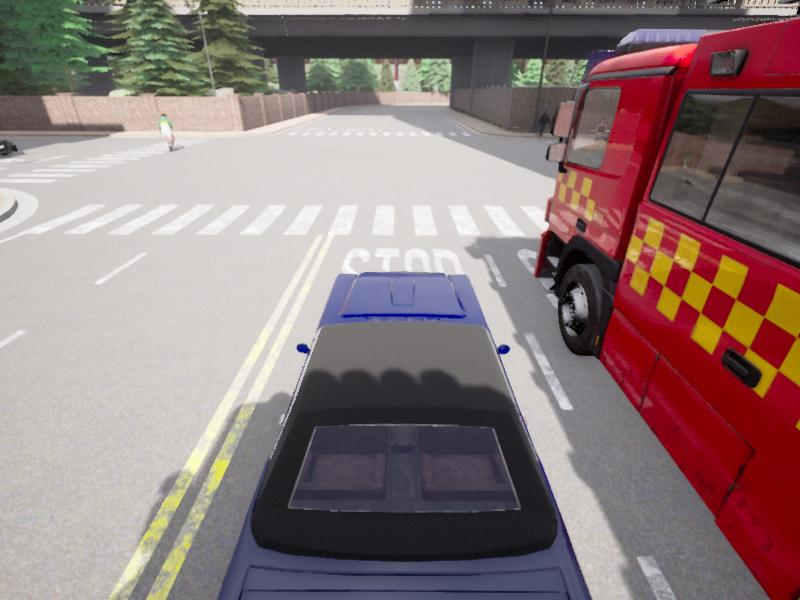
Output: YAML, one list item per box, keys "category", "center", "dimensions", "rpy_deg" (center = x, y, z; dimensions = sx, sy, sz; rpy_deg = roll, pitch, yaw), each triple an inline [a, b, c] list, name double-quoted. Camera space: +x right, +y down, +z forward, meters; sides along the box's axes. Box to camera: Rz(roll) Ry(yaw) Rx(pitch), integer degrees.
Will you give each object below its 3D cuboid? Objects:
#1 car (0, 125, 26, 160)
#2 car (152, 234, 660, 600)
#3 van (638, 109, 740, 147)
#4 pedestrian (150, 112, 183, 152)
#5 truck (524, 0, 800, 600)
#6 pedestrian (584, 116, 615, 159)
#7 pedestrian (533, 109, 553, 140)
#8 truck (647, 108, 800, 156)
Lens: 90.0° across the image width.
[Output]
- category: "car"
  center: [-20.354, -7.207, 18.334]
  dimensions: [4.181, 1.385, 1.994]
  rpy_deg: [0, 28, -1]
- category: "car"
  center: [0.026, 0.801, 3.496]
  dimensions: [1.895, 1.301, 4.718]
  rpy_deg: [0, 28, 0]
- category: "van"
  center: [17.550, -10.565, 24.495]
  dimensions: [4.442, 1.987, 1.775]
  rpy_deg: [0, 28, 0]
- category: "pedestrian"
  center: [-11.958, -8.619, 20.538]
  dimensions: [0.751, 1.860, 0.751]
  rpy_deg: [2, 28, 2]
- category: "truck"
  center: [3.534, 0.134, 2.087]
  dimensions: [2.891, 3.827, 8.468]
  rpy_deg: [0, 28, 0]
- category: "pedestrian"
  center: [9.558, -7.794, 19.210]
  dimensions: [0.751, 1.860, 0.751]
  rpy_deg: [0, 28, 0]
- category: "pedestrian"
  center: [9.551, -11.768, 26.786]
  dimensions: [0.751, 1.860, 0.751]
  rpy_deg: [0, 28, 0]
- category: "truck"
  center: [17.310, -8.988, 21.370]
  dimensions: [6.274, 2.098, 2.390]
  rpy_deg: [1, 28, 0]
